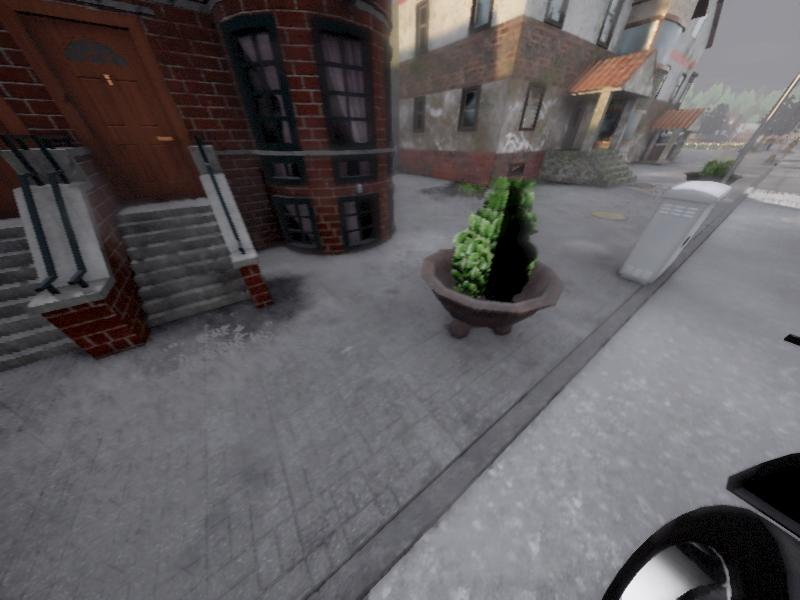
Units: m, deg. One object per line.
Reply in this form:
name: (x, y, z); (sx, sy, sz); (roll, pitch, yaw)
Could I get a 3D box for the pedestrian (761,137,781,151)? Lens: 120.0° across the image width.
pedestrian: (58.995, -24.772, 36.735); (0.751, 1.860, 0.751); (-17, 39, -22)

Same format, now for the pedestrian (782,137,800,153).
pedestrian: (57.777, -22.792, 33.937); (0.751, 1.860, 0.751); (-11, 36, -14)
